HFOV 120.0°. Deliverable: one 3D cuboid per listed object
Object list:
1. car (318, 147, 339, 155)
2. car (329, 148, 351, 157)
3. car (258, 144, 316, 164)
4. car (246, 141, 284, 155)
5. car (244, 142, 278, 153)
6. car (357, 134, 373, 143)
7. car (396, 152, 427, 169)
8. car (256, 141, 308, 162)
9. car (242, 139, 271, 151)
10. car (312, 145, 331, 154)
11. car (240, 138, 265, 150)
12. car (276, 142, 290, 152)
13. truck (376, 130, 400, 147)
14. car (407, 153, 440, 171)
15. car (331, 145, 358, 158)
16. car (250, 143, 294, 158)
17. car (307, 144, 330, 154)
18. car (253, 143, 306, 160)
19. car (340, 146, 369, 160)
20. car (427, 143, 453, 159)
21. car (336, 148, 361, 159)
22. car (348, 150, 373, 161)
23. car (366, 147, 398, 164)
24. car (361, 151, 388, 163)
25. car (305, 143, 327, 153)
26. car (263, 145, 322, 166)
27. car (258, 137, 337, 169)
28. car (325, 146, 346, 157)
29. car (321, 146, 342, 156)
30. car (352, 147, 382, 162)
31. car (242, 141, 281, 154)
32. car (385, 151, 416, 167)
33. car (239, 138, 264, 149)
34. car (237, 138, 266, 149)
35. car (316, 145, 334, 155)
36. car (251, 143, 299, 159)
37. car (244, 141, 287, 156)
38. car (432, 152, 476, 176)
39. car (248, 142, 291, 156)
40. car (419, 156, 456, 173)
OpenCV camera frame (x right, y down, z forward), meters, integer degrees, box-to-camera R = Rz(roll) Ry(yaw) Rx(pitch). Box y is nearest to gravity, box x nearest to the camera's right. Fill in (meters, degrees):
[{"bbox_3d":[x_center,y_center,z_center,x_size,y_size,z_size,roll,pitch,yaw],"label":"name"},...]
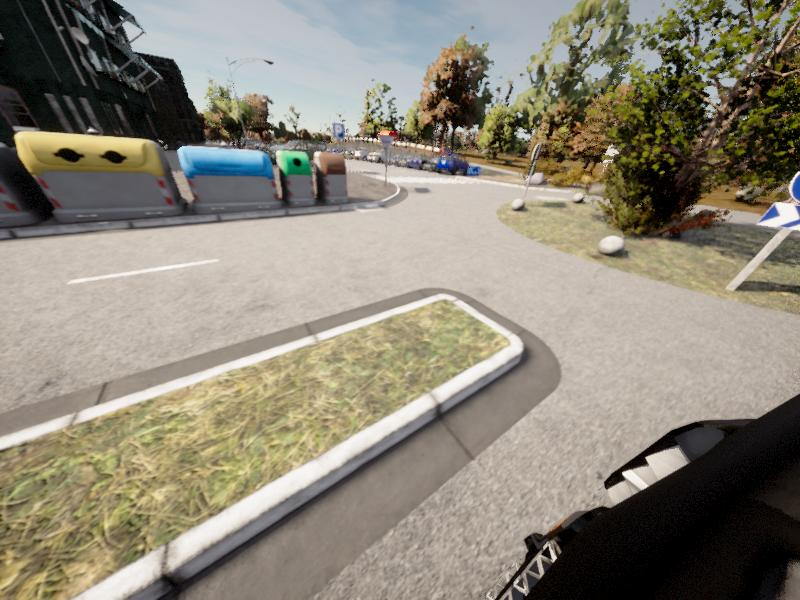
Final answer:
[{"bbox_3d":[-18.950,-39.440,61.202,2.231,1.521,4.892,26,37,29],"label":"car"},{"bbox_3d":[-14.220,-34.974,54.876,2.163,1.488,4.792,26,37,29],"label":"car"},{"bbox_3d":[-11.804,-15.490,24.547,2.231,1.521,4.892,25,38,30],"label":"car"},{"bbox_3d":[-22.677,-25.614,38.985,2.097,1.535,5.008,26,39,29],"label":"car"},{"bbox_3d":[-25.773,-28.492,43.144,2.163,1.488,4.792,25,38,30],"label":"car"},{"bbox_3d":[-8.678,-39.854,57.203,2.007,1.525,4.514,-15,36,-28],"label":"car"},{"bbox_3d":[1.707,-20.361,33.776,2.185,1.767,4.553,26,37,29],"label":"car"},{"bbox_3d":[-13.368,-17.032,26.523,2.185,1.767,4.553,25,39,30],"label":"car"},{"bbox_3d":[-30.457,-32.934,49.203,2.185,1.767,4.553,25,39,30],"label":"car"},{"bbox_3d":[-22.095,-42.510,65.363,2.185,1.767,4.553,26,37,29],"label":"car"},{"bbox_3d":[-35.162,-37.319,55.271,1.878,1.987,4.442,26,39,29],"label":"car"},{"bbox_3d":[-28.574,-37.342,56.364,2.097,1.767,4.553,-15,38,-28],"label":"car"},{"bbox_3d":[-2.574,-34.261,48.969,2.627,2.467,5.204,-15,42,-28],"label":"truck"},{"bbox_3d":[3.251,-18.864,31.630,2.185,1.767,4.553,26,37,29],"label":"car"},{"bbox_3d":[-12.572,-33.757,52.664,2.435,2.045,5.566,26,37,29],"label":"car"},{"bbox_3d":[-18.029,-21.237,32.791,2.163,1.488,4.792,26,39,29],"label":"car"},{"bbox_3d":[-23.705,-44.070,67.359,2.435,2.045,5.566,26,37,29],"label":"car"},{"bbox_3d":[-14.800,-18.462,28.800,1.946,1.575,5.366,25,38,30],"label":"car"},{"bbox_3d":[-9.439,-30.782,48.410,2.435,2.045,5.566,26,38,29],"label":"car"},{"bbox_3d":[6.389,-24.346,37.686,1.851,1.617,3.988,-15,41,-28],"label":"car"},{"bbox_3d":[-11.135,-31.989,50.538,1.946,1.575,5.366,26,37,29],"label":"car"},{"bbox_3d":[-7.865,-29.104,46.458,2.231,1.521,4.892,26,37,30],"label":"car"},{"bbox_3d":[-3.081,-24.874,39.986,2.435,2.045,5.566,26,37,29],"label":"car"},{"bbox_3d":[-4.695,-26.114,42.240,2.163,1.488,4.792,26,38,29],"label":"car"},{"bbox_3d":[-25.277,-45.575,69.510,2.435,2.045,5.566,26,37,30],"label":"car"},{"bbox_3d":[-10.250,-14.014,22.509,2.002,1.452,4.674,26,39,29],"label":"car"},{"bbox_3d":[-8.688,-12.798,20.267,2.435,2.045,5.566,26,39,30],"label":"car"},{"bbox_3d":[-15.794,-36.583,56.902,2.185,1.767,4.553,26,37,29],"label":"car"},{"bbox_3d":[-17.392,-38.061,59.008,2.185,1.767,4.553,26,37,30],"label":"car"},{"bbox_3d":[-6.221,-27.851,44.240,2.435,2.045,5.566,26,37,29],"label":"car"},{"bbox_3d":[-24.336,-26.984,40.913,1.946,1.575,5.366,26,39,30],"label":"car"},{"bbox_3d":[0.112,-21.839,35.883,2.185,1.767,4.553,26,38,29],"label":"car"},{"bbox_3d":[-36.715,-38.766,57.333,1.878,1.987,4.442,26,39,29],"label":"car"},{"bbox_3d":[-38.186,-40.295,59.484,2.435,2.045,5.566,25,39,30],"label":"car"},{"bbox_3d":[-20.457,-41.153,63.268,1.878,1.987,4.442,26,37,29],"label":"car"},{"bbox_3d":[-16.460,-19.825,30.731,2.231,1.521,4.892,25,39,30],"label":"car"},{"bbox_3d":[-21.229,-24.093,36.789,1.946,1.575,5.366,26,39,30],"label":"car"},{"bbox_3d":[6.465,-16.041,27.395,2.435,2.045,5.566,26,37,29],"label":"car"},{"bbox_3d":[-19.562,-22.717,34.854,2.097,1.535,5.008,26,38,30],"label":"car"},{"bbox_3d":[4.854,-17.292,29.614,2.231,1.521,4.892,26,37,29],"label":"car"}]
